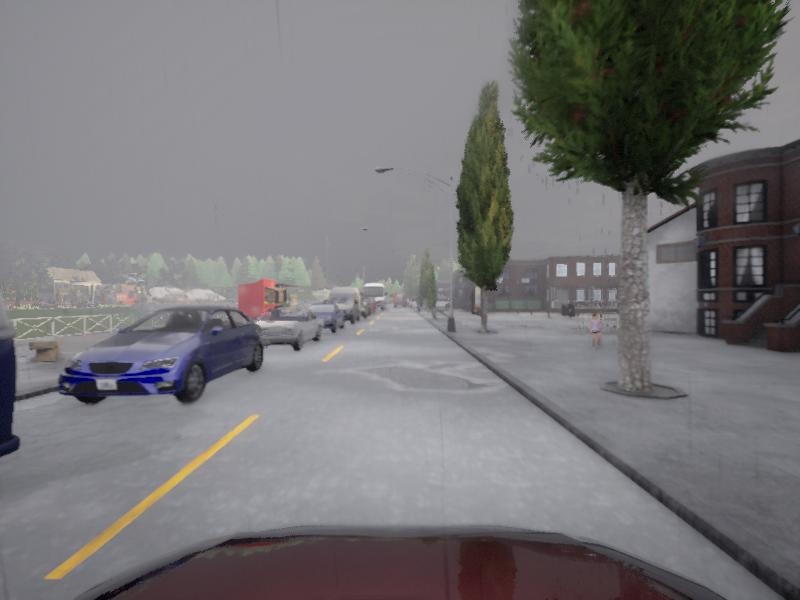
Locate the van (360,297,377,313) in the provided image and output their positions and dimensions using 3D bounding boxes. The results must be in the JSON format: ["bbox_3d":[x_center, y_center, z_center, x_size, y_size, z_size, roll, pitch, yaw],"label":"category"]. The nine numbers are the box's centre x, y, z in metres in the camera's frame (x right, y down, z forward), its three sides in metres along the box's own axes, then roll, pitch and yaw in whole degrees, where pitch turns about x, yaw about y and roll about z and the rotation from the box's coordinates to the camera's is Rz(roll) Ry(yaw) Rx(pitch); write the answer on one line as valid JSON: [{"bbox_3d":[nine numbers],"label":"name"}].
[{"bbox_3d":[-4.004,0.619,51.295,1.775,1.987,4.442,0,0,0],"label":"van"}]

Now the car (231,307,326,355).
[{"bbox_3d":[-4.000,0.949,14.081,1.895,1.301,4.718,0,0,0],"label":"car"}]

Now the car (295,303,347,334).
[{"bbox_3d":[-4.001,0.878,21.050,1.812,1.442,4.674,0,0,0],"label":"car"}]

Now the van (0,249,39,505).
[{"bbox_3d":[-3.999,0.599,1.221,1.775,1.987,4.442,0,0,0],"label":"van"}]

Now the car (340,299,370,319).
[{"bbox_3d":[-4.002,0.770,36.530,2.242,1.667,4.611,0,0,0],"label":"car"}]

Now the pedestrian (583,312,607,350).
[{"bbox_3d":[5.873,0.918,12.051,0.500,1.100,0.500,0,0,5],"label":"pedestrian"}]

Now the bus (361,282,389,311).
[{"bbox_3d":[-3.885,-0.508,64.727,3.944,4.253,10.273,0,0,0],"label":"bus"}]

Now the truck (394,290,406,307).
[{"bbox_3d":[-0.003,-0.289,94.375,2.891,3.827,8.468,0,0,0],"label":"truck"}]

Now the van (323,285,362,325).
[{"bbox_3d":[-4.007,0.333,28.934,1.988,2.561,5.915,0,0,0],"label":"van"}]

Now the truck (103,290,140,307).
[{"bbox_3d":[-65.685,-0.289,94.763,2.891,3.827,8.468,0,0,0],"label":"truck"}]

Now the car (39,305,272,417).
[{"bbox_3d":[-3.999,0.857,7.536,1.816,1.474,4.193,0,0,0],"label":"car"}]
